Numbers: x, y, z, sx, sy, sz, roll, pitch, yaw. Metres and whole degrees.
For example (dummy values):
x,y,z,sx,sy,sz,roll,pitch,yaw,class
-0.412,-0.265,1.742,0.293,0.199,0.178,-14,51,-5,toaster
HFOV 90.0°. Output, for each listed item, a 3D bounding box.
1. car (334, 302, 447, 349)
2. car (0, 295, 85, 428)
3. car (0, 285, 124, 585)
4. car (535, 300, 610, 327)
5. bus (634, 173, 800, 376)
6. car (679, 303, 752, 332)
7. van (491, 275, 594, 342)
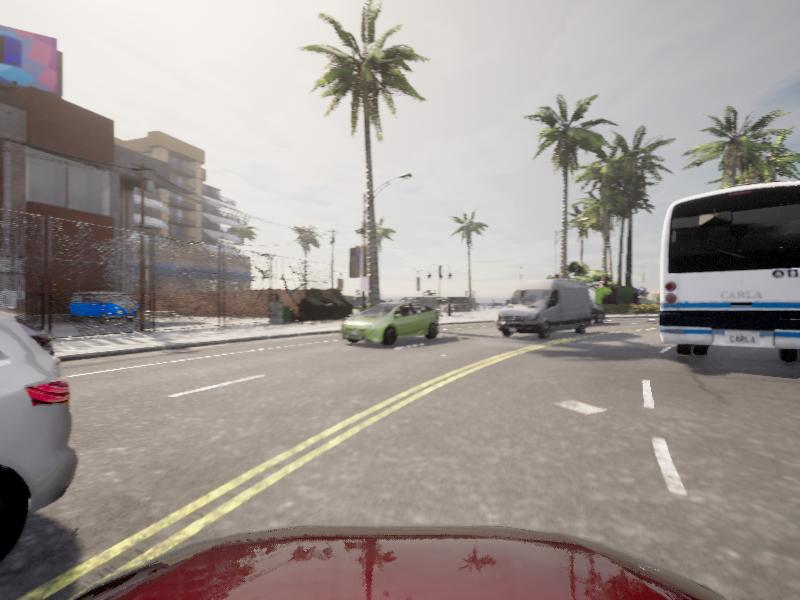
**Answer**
x,y,z,sx,sy,sz,roll,pitch,yaw,class
-0.206,0.832,15.434,2.007,1.525,4.514,0,0,37,car
-6.472,0.766,3.987,2.033,1.649,4.856,0,0,23,car
-3.875,0.749,1.137,2.242,1.667,4.611,0,0,22,car
11.556,0.810,26.745,5.027,1.651,2.152,0,0,-32,car
10.915,-0.508,12.972,3.944,4.253,10.273,-1,-1,41,bus
17.566,0.894,22.238,3.806,1.475,1.970,0,0,-31,car
6.669,0.340,18.253,5.915,2.561,1.988,0,0,-44,van
